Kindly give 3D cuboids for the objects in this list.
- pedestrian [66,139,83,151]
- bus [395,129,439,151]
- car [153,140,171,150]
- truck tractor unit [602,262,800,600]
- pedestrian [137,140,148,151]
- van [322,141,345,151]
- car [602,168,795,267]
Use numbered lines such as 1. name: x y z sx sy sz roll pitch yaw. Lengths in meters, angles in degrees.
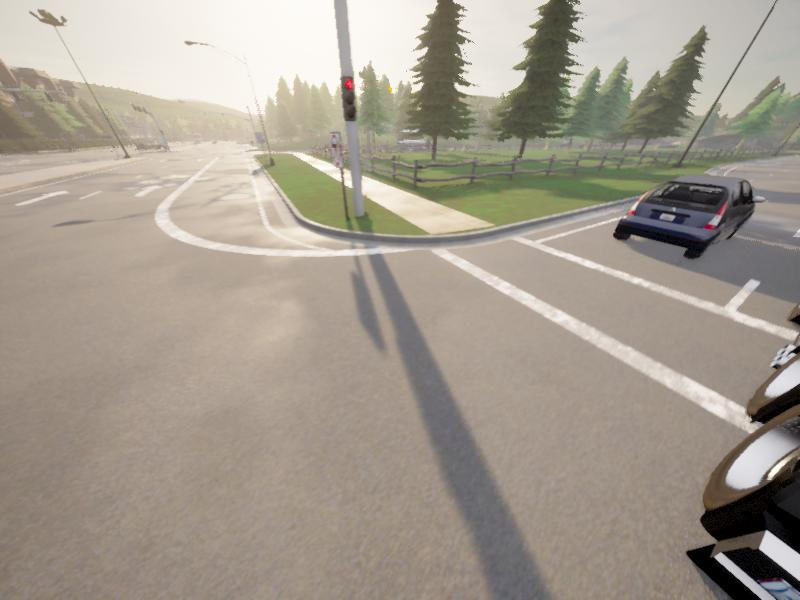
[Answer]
1. pedestrian: -59.445 -28.314 42.190 0.751 1.860 0.751 -15 38 -21
2. bus: 4.303 -40.295 58.283 10.273 4.253 3.944 -18 39 -24
3. car: -57.375 -37.491 55.742 1.905 1.878 3.866 -18 39 -25
4. truck tractor unit: 5.111 -0.299 0.790 6.516 4.208 3.053 -18 39 -24
5. pedestrian: -51.916 -31.101 46.569 0.751 1.860 0.751 -24 41 -30
6. van: -15.192 -35.457 53.119 4.442 1.987 1.775 -18 39 -24
7. car: 7.843 -2.422 6.167 3.988 1.617 1.851 -18 39 -24
